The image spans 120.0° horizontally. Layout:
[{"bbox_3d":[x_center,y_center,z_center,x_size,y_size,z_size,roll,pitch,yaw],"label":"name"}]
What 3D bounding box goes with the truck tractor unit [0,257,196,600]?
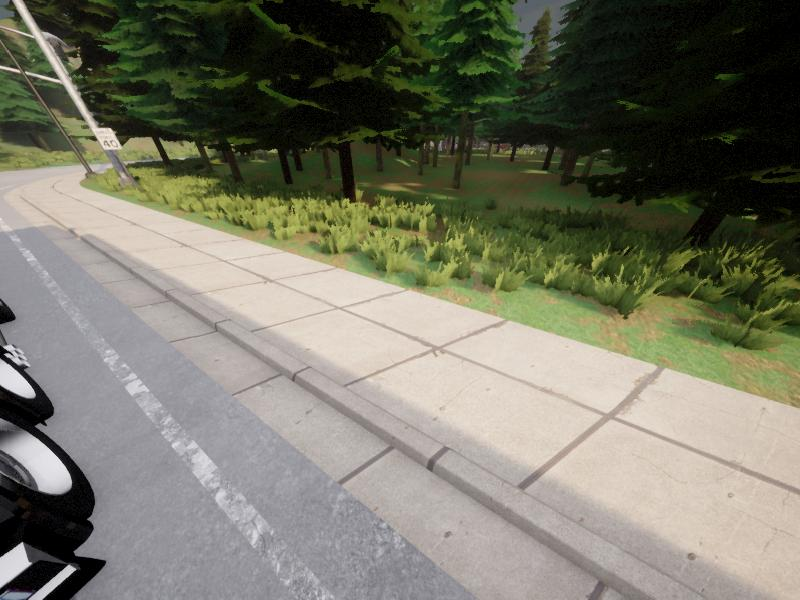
[{"bbox_3d":[-5.099,-0.312,0.797,6.516,4.208,3.053,19,39,25],"label":"truck tractor unit"}]
